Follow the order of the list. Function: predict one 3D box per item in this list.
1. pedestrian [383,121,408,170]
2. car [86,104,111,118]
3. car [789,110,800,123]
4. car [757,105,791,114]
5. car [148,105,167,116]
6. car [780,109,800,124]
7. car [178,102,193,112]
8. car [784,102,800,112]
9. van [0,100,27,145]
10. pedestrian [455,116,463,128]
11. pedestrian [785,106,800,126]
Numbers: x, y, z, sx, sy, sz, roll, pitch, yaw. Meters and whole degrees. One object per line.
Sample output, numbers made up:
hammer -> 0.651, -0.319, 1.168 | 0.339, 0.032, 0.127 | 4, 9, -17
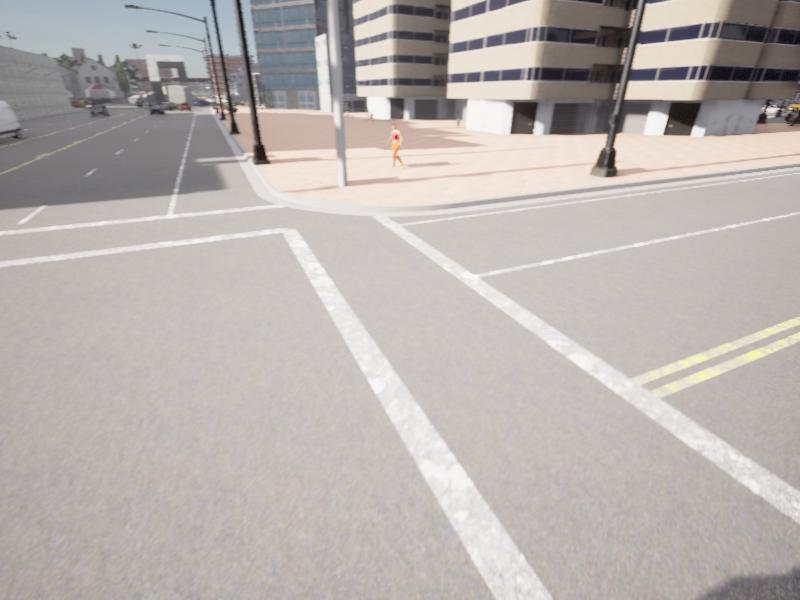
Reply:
pedestrian -> -0.187, -6.549, 16.946 | 0.751, 1.860, 0.751 | -15, 31, -27
car -> -42.481, -26.675, 56.434 | 1.789, 1.549, 3.705 | -11, 29, -21
car -> 52.610, -22.807, 49.887 | 2.033, 1.411, 5.357 | -12, 29, -22
car -> 68.724, -35.020, 73.556 | 1.970, 1.475, 3.806 | -12, 28, -22
car -> -37.489, -29.318, 61.849 | 1.895, 1.301, 4.718 | -11, 29, -21
car -> 49.597, -22.091, 48.220 | 2.033, 1.649, 4.856 | -12, 29, -22
car -> -40.376, -36.362, 75.320 | 2.007, 1.525, 4.514 | -11, 29, -21
car -> 76.501, -36.491, 75.608 | 2.152, 1.636, 5.027 | -12, 30, -22
van -> -27.904, -11.940, 26.881 | 1.988, 2.561, 5.915 | -11, 29, -21
pedestrian -> 5.895, -17.811, 40.061 | 0.500, 1.100, 0.500 | 15, 31, 26
pedestrian -> 41.956, -19.530, 42.529 | 0.751, 1.860, 0.751 | -17, 32, -30
